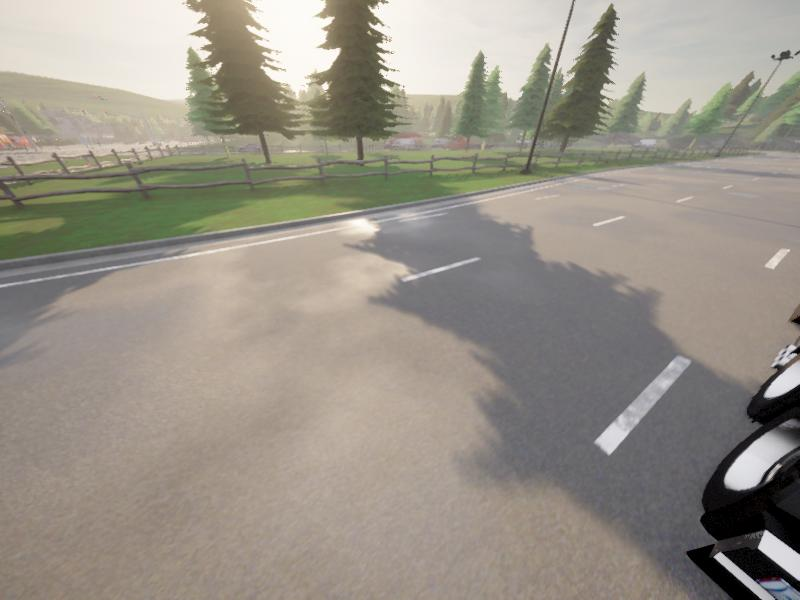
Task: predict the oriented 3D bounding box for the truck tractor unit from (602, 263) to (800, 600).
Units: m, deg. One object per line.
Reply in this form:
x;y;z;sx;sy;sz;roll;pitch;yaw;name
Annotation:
5.111;-0.301;0.786;6.516;4.208;3.053;-18;39;-24;truck tractor unit

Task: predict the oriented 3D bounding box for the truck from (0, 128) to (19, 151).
-78.943;-30.443;43.743;2.891;3.827;8.468;-18;39;-25;truck

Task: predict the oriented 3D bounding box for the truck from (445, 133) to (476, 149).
17.821;-46.861;68.125;8.468;3.827;2.891;-18;39;-24;truck

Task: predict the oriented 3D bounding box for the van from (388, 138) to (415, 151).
0.349;-38.330;56.953;6.366;2.431;2.351;-18;39;-24;van

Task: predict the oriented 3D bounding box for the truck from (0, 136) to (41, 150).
-83.858;-34.715;51.031;2.627;2.467;5.204;-18;39;-25;truck

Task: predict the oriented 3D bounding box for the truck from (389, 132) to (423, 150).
1.500;-41.583;60.408;8.468;3.827;2.891;-18;39;-24;truck

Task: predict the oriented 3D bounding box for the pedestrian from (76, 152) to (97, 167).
-26.791;-12.012;19.768;0.500;1.100;0.500;-15;38;-21;pedestrian

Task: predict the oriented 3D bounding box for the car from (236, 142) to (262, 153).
-30.086;-30.456;46.108;3.988;1.617;1.851;-18;39;-24;car

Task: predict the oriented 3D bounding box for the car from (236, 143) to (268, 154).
-28.006;-28.830;43.774;4.856;1.649;2.033;-18;39;-24;car

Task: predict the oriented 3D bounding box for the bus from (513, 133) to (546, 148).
45.174;-55.799;80.817;10.273;4.253;3.944;-18;39;-24;bus

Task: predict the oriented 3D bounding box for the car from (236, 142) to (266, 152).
-31.468;-32.316;48.757;5.027;1.651;2.152;-18;39;-24;car
